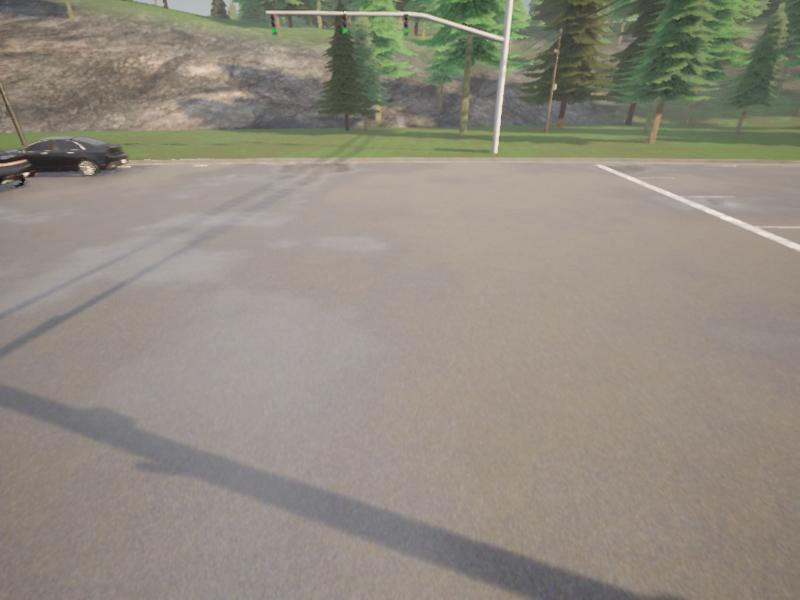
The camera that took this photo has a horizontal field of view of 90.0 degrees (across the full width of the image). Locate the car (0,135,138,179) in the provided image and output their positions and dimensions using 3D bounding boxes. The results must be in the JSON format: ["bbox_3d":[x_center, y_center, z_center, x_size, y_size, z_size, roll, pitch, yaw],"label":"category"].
[{"bbox_3d":[-14.283,-6.074,16.861,4.892,1.490,1.837,-3,27,-6],"label":"car"}]

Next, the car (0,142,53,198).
[{"bbox_3d":[-15.451,-4.417,13.601,4.902,1.511,2.128,-3,27,-6],"label":"car"}]
